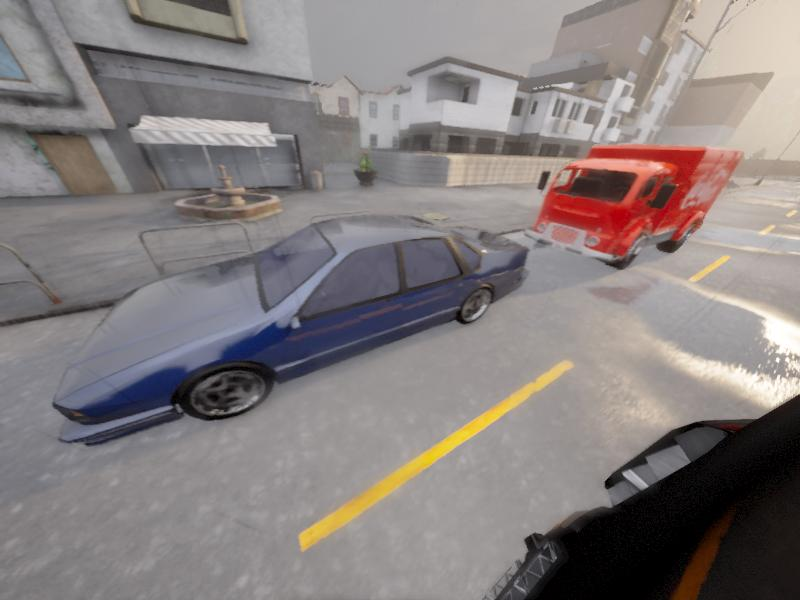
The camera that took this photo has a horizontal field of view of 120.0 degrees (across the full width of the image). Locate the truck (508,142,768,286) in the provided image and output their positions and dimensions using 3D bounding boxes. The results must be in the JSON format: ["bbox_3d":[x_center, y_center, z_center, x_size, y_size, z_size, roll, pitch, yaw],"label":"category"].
[{"bbox_3d":[6.062,-2.642,6.162,5.204,2.467,2.627,-17,38,-25],"label":"truck"}]

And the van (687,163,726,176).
[{"bbox_3d":[65.657,-28.094,49.600,1.775,1.987,4.442,-16,38,-26],"label":"van"}]

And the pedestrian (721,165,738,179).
[{"bbox_3d":[53.802,-20.896,37.723,0.751,1.860,0.751,-24,42,-34],"label":"pedestrian"}]

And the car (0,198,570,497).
[{"bbox_3d":[-0.472,-0.325,3.176,5.357,1.411,2.033,-16,38,-26],"label":"car"}]
